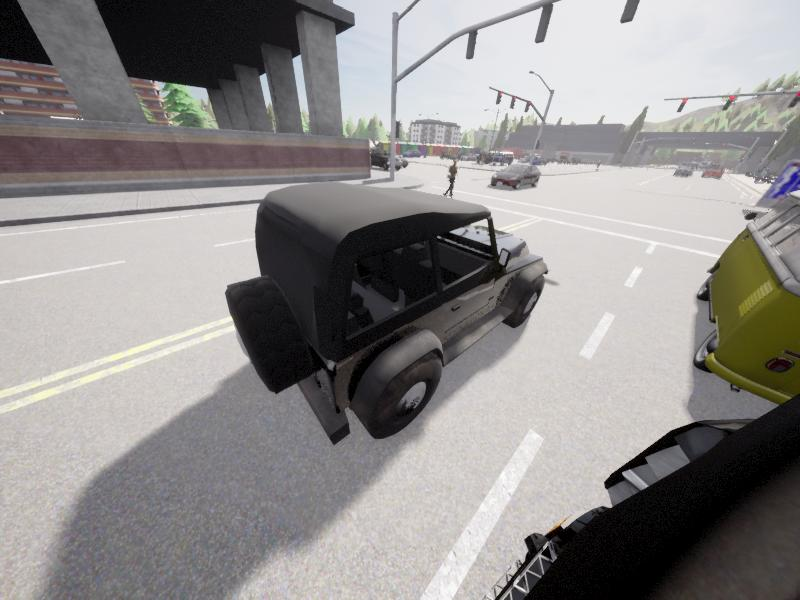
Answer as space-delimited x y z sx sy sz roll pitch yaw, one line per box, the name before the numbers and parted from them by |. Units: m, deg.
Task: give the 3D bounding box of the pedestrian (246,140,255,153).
pedestrian | -25.900 -26.639 40.034 0.751 1.860 0.751 -17 38 -27

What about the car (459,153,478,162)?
car | 14.800 -30.859 50.032 3.806 1.475 1.970 -24 42 -35

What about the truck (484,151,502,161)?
truck | 24.218 -37.514 60.165 4.478 2.038 2.069 -24 42 -35

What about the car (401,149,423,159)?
car | 2.699 -33.635 53.170 4.611 1.667 2.242 -24 42 -35

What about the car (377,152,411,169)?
car | -0.822 -17.117 28.249 1.816 1.474 4.193 -25 42 -35

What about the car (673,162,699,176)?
car | 52.890 -24.277 42.692 5.566 2.045 2.150 -24 42 -35

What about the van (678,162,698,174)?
van | 58.993 -27.031 47.352 4.442 1.987 1.775 -24 42 -35

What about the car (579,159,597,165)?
car | 57.016 -41.884 70.127 1.970 1.475 3.806 -24 42 -34

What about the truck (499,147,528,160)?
truck | 41.503 -53.762 84.645 2.891 3.827 8.468 -23 41 -33

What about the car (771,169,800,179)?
car | 90.188 -28.804 52.788 1.801 1.575 5.366 -24 42 -35

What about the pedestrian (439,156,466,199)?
pedestrian | 2.642 -6.228 11.809 0.751 1.860 0.751 -14 37 -24

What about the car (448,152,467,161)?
car | 12.895 -32.155 51.785 3.905 1.438 1.784 -24 42 -35

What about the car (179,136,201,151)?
car | -35.277 -26.259 38.800 1.905 1.878 3.866 -24 42 -35

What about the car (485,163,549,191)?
car | 8.686 -9.187 17.057 4.792 1.488 2.163 -24 42 -35

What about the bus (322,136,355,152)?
bus | -21.738 -55.607 82.253 10.273 4.253 3.944 -24 42 -35

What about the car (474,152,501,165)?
car | 15.573 -25.143 41.037 4.605 1.855 1.932 -24 42 -35

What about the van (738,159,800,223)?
van | 20.304 -4.230 9.594 2.351 2.431 6.366 -13 36 -22

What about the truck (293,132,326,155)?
truck | -19.118 -33.068 48.778 2.891 3.827 8.468 -25 42 -35

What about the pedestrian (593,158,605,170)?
pedestrian | 35.570 -24.316 41.284 0.751 1.860 0.751 -26 43 -36

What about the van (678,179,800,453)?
van | 5.426 -0.146 2.781 4.442 1.987 1.775 -24 42 -35

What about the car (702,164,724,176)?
car | 63.711 -26.542 47.078 3.866 1.878 1.905 -24 42 -35

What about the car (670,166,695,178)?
car | 47.211 -21.420 38.542 5.357 1.411 2.033 -25 42 -35

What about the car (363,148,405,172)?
car | -1.822 -15.032 24.670 1.932 1.855 4.605 -25 42 -35

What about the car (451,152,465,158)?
car | 16.890 -42.138 67.132 3.905 1.438 1.784 -24 42 -35

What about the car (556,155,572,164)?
car | 44.860 -38.357 63.175 3.866 1.878 1.905 -24 42 -35

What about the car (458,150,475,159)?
car | 18.759 -41.021 65.209 4.605 1.855 1.932 -24 42 -35

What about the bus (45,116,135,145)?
bus | -65.291 -36.016 49.431 10.273 4.253 3.944 -24 42 -35

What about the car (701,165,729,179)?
car | 53.150 -21.717 39.082 4.553 1.767 2.097 -24 42 -35

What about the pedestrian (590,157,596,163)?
pedestrian | 67.084 -48.720 80.453 0.751 1.860 0.751 -22 41 -33

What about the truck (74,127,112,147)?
truck | -51.747 -27.609 39.118 2.615 2.467 5.204 -24 42 -35

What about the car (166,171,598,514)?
car | 0.273 -0.350 2.784 3.866 1.878 1.905 -24 42 -35

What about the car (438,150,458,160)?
car | 11.099 -33.491 53.280 4.605 1.855 1.932 -24 42 -35

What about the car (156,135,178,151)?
car | -37.485 -25.263 37.132 1.905 1.878 3.866 -24 42 -35

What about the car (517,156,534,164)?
car | 29.945 -33.437 55.063 3.806 1.475 1.970 -24 42 -35

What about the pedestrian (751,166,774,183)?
pedestrian | 47.594 -16.469 30.367 0.751 1.860 0.751 -24 42 -35

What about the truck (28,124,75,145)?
truck | -54.983 -26.149 36.672 2.615 2.467 5.204 -24 42 -35

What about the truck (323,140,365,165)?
truck | -7.121 -18.772 29.364 2.627 2.467 5.204 -25 42 -35

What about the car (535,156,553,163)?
car | 38.223 -37.176 61.314 5.357 1.415 2.033 -24 42 -35

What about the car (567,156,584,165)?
car | 46.726 -37.071 61.373 4.605 1.855 1.932 -24 42 -35

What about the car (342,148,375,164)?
car | -5.929 -20.545 32.877 1.930 1.638 5.238 -25 42 -35

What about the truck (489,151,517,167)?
truck | 17.536 -23.975 39.255 4.478 2.038 2.069 -24 42 -35

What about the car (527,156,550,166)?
car | 28.818 -28.851 47.937 4.611 1.667 2.242 -24 42 -35
